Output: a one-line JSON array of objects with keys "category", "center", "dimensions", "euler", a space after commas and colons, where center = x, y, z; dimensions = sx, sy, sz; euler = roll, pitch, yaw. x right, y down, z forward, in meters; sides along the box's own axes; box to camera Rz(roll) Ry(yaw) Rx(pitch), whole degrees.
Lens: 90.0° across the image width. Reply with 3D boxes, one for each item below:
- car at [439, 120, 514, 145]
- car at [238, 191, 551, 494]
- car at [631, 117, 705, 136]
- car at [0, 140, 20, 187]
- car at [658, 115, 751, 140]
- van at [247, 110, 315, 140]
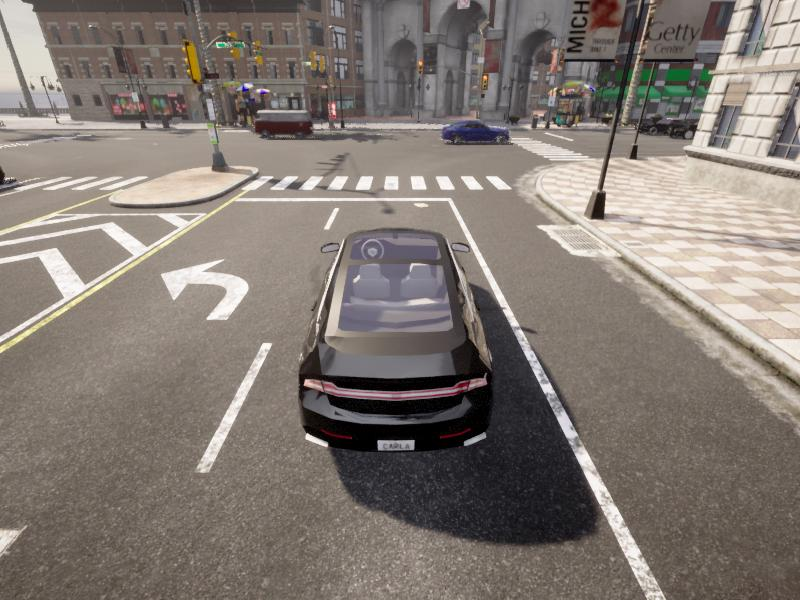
[{"category": "car", "center": [5.138, -11.498, 27.435], "dimensions": [4.674, 1.442, 1.812], "euler": [0, 27, 0]}, {"category": "car", "center": [-0.057, -0.145, 5.248], "dimensions": [2.128, 1.511, 4.902], "euler": [0, 27, -1]}, {"category": "car", "center": [22.495, -14.634, 33.705], "dimensions": [4.718, 1.301, 1.895], "euler": [0, 27, 1]}, {"category": "car", "center": [-15.513, -4.225, 13.181], "dimensions": [2.007, 1.525, 4.514], "euler": [-4, 27, -8]}, {"category": "car", "center": [23.100, -13.188, 30.509], "dimensions": [5.238, 1.638, 1.930], "euler": [0, 27, 0]}, {"category": "van", "center": [-8.953, -13.326, 30.403], "dimensions": [4.442, 1.987, 1.775], "euler": [0, 27, 0]}]
